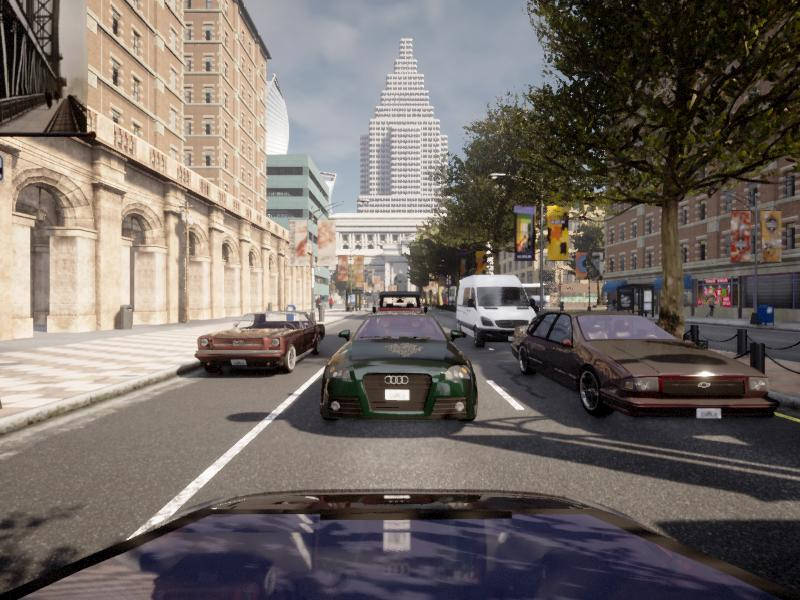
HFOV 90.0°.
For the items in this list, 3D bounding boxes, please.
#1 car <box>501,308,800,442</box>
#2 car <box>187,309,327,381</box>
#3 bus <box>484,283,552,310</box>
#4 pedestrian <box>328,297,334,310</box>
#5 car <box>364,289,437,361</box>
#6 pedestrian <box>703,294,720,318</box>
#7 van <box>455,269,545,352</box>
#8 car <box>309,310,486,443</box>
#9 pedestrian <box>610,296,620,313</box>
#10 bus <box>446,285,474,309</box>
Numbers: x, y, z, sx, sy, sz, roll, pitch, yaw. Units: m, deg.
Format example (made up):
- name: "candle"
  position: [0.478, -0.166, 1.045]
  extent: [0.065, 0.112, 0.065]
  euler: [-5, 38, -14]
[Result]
- name: "car"
  position: [3.501, 0.895, 7.189]
  extent: [2.033, 1.411, 5.357]
  euler: [0, 0, 0]
- name: "car"
  position: [-3.246, 0.939, 10.223]
  extent: [1.895, 1.301, 4.718]
  euler: [0, 0, 0]
- name: "bus"
  position: [19.716, -0.537, 67.554]
  extent: [10.273, 4.253, 3.944]
  euler: [0, 0, 38]
- name: "pedestrian"
  position: [-10.090, 0.486, 58.458]
  extent: [0.751, 1.860, 0.751]
  euler: [0, 0, -12]
- name: "car"
  position: [0.002, 0.646, 12.323]
  extent: [1.905, 1.878, 3.866]
  euler: [0, 0, 0]
- name: "pedestrian"
  position: [24.979, 0.486, 32.062]
  extent: [0.751, 1.860, 0.751]
  euler: [0, 0, -2]
- name: "van"
  position: [3.503, 0.323, 15.361]
  extent: [1.988, 2.561, 5.915]
  euler: [0, 0, 0]
- name: "car"
  position: [0.010, 0.908, 6.581]
  extent: [1.994, 1.385, 4.181]
  euler: [0, 0, 1]
- name: "pedestrian"
  position: [24.160, 0.486, 44.973]
  extent: [0.751, 1.860, 0.751]
  euler: [0, 0, -8]
- name: "bus"
  position: [11.402, -0.537, 77.690]
  extent: [3.944, 4.253, 10.273]
  euler: [0, 0, 0]
